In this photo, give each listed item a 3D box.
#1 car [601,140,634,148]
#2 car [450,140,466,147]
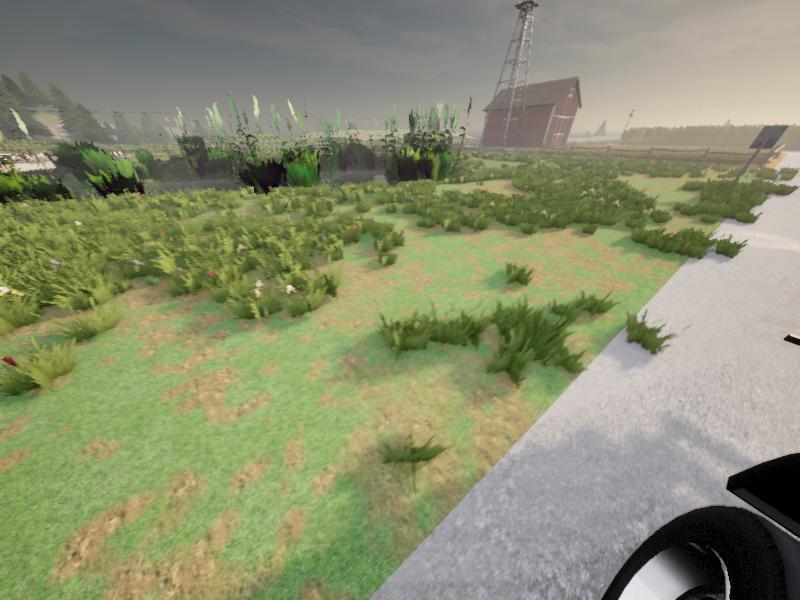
[{"bbox_3d":[49.610,-35.701,52.773,2.038,1.542,4.974,-22,41,-28],"label":"car"},{"bbox_3d":[15.985,-43.331,64.034,3.806,1.475,1.970,-18,39,-23],"label":"car"}]
